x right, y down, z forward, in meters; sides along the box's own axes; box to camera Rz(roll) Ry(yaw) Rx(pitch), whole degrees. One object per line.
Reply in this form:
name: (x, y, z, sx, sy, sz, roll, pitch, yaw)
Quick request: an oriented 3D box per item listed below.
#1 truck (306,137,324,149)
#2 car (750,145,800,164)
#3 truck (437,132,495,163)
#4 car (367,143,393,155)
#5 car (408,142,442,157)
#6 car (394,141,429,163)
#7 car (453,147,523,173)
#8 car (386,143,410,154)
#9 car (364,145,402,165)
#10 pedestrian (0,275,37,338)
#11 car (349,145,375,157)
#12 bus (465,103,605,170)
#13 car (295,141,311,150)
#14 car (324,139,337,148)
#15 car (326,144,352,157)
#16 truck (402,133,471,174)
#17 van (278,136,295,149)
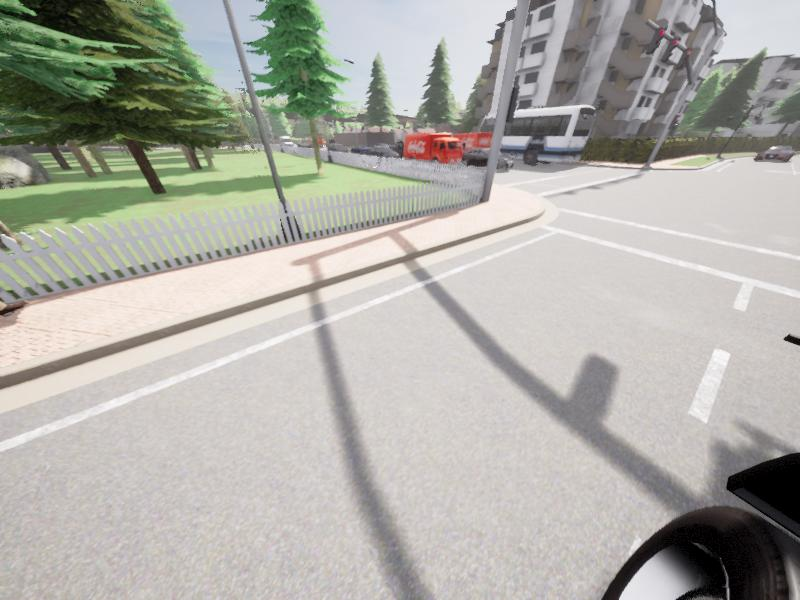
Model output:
truck: (-22.083, -40.807, 59.800, 2.627, 2.467, 5.204, -21, 40, -27)
car: (38.183, -14.811, 23.428, 4.181, 1.385, 1.994, -19, 39, -25)
truck: (6.691, -15.907, 24.214, 2.627, 2.467, 5.204, -21, 38, -26)
car: (-3.190, -24.070, 36.732, 1.882, 1.535, 5.008, -21, 40, -27)
car: (3.523, -21.925, 33.600, 1.801, 1.575, 5.366, -21, 40, -27)
car: (1.189, -16.774, 26.035, 1.905, 1.878, 3.866, -21, 41, -27)
car: (6.984, -11.600, 18.991, 2.128, 1.511, 4.902, -21, 40, -27)
car: (-0.419, -25.250, 38.529, 1.994, 1.385, 4.181, -21, 40, -27)
car: (-1.881, -15.617, 24.771, 1.837, 1.490, 4.892, -21, 40, -27)
pedestrian: (-5.577, -0.348, 2.526, 0.751, 1.860, 0.751, -22, 41, -28)
car: (-5.719, -22.510, 34.749, 1.895, 1.301, 4.718, -21, 40, -27)
bus: (11.891, -15.638, 22.309, 3.944, 4.253, 10.273, -21, 41, -27)
car: (-24.115, -38.456, 57.464, 2.152, 1.651, 5.027, -21, 40, -27)
car: (-18.060, -40.731, 60.185, 1.905, 1.878, 3.866, -21, 40, -27)
car: (-8.914, -21.705, 33.460, 1.837, 1.490, 4.892, -21, 40, -27)
truck: (2.706, -12.042, 18.824, 2.627, 2.467, 5.204, -21, 40, -27)
van: (-27.654, -38.369, 56.291, 1.988, 2.561, 5.915, -21, 40, -27)
